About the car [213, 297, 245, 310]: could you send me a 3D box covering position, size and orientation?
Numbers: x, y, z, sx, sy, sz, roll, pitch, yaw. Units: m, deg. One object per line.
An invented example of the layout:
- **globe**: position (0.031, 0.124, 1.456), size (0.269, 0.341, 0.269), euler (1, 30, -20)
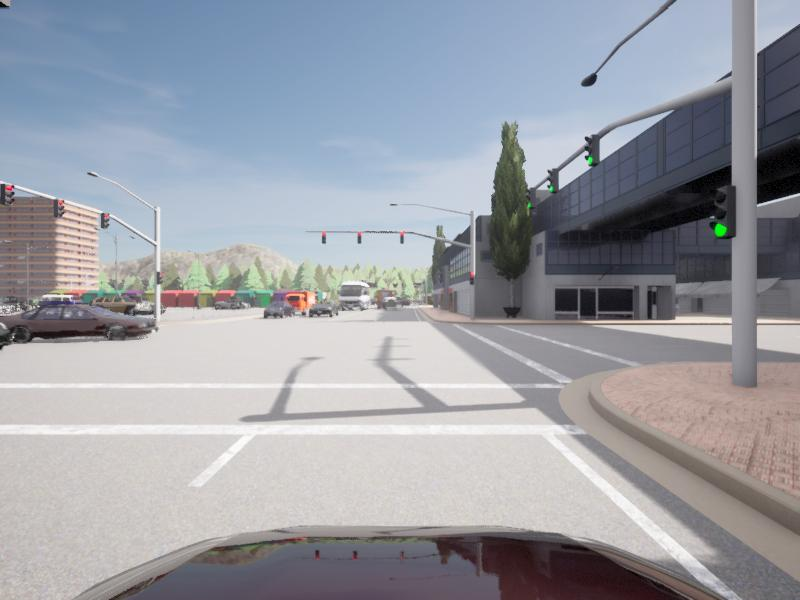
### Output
- **car**: position (-24.907, 0.499, 58.282), size (3.866, 1.878, 1.905), euler (0, 0, 0)

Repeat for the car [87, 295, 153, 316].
- **car**: position (-24.947, 0.497, 35.764), size (4.605, 1.855, 1.932), euler (0, 0, 0)

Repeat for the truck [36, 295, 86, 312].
- **truck**: position (-42.378, 0.402, 50.062), size (4.478, 2.038, 2.069), euler (0, 0, 0)

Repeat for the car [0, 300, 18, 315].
- **car**: position (-42.354, 0.739, 41.382), size (3.806, 1.475, 1.970), euler (0, 0, 0)

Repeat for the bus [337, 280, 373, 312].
- **bus**: position (-6.427, -0.534, 59.169), size (3.944, 4.253, 10.273), euler (0, 0, 2)

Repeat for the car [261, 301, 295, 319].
- **car**: position (-10.616, 0.827, 34.976), size (1.845, 1.501, 3.633), euler (0, 0, 1)

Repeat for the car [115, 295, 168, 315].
- **car**: position (-24.890, 0.499, 38.658), size (3.866, 1.878, 1.905), euler (0, 0, 0)

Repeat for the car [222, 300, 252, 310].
- **car**: position (-24.893, 0.739, 61.177), size (3.806, 1.475, 1.970), euler (0, 0, 0)

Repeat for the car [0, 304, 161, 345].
- **car**: position (-12.709, 0.895, 15.724), size (5.357, 1.411, 2.033), euler (0, 0, -15)

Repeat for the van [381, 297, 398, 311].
- **van**: position (-1.734, 0.574, 63.611), size (2.069, 2.038, 4.480), euler (0, 0, -11)

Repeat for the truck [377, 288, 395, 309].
- **truck**: position (-2.592, -0.325, 76.036), size (2.891, 3.827, 8.468), euler (0, 0, 2)

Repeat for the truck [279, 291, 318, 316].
- **truck**: position (-10.505, 0.355, 41.770), size (2.627, 2.467, 5.204), euler (0, 0, 1)

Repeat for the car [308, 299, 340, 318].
- **car**: position (-7.093, 0.780, 37.843), size (2.152, 1.651, 5.027), euler (0, 0, 0)

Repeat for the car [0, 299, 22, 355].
- **car**: position (-13.592, 0.788, 11.333), size (3.988, 1.617, 1.851), euler (0, 0, -1)
